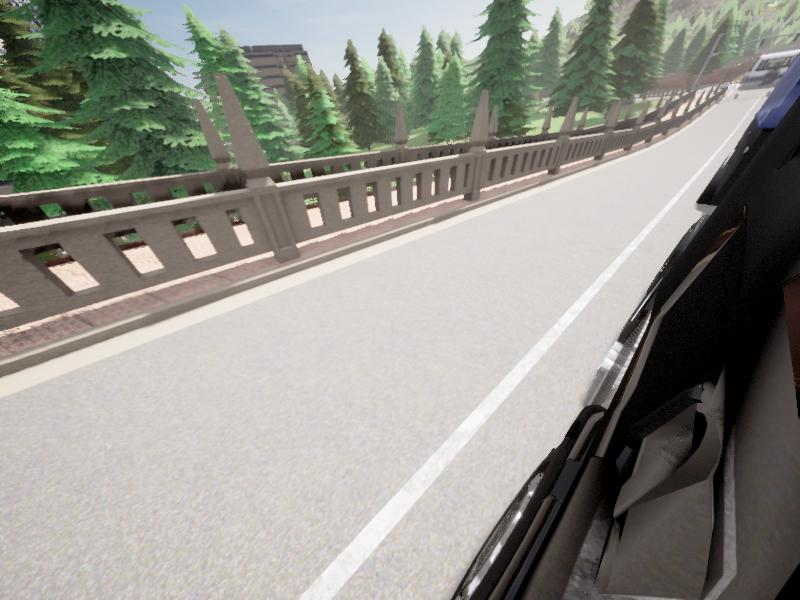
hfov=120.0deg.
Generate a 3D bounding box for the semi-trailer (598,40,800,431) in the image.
[{"bbox_3d":[8.691,-3.615,4.226,14.254,4.402,2.717,-28,44,-30],"label":"semi-trailer"}]

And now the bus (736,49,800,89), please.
[{"bbox_3d":[67.597,-39.966,39.589,10.273,4.253,3.944,23,51,32],"label":"bus"}]

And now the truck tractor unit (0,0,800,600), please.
[{"bbox_3d":[2.645,-0.295,0.352,6.516,4.208,3.053,-28,44,-30],"label":"truck tractor unit"}]

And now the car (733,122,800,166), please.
[{"bbox_3d":[19.758,-8.373,12.221,5.366,1.575,1.801,-28,43,-30],"label":"car"}]
